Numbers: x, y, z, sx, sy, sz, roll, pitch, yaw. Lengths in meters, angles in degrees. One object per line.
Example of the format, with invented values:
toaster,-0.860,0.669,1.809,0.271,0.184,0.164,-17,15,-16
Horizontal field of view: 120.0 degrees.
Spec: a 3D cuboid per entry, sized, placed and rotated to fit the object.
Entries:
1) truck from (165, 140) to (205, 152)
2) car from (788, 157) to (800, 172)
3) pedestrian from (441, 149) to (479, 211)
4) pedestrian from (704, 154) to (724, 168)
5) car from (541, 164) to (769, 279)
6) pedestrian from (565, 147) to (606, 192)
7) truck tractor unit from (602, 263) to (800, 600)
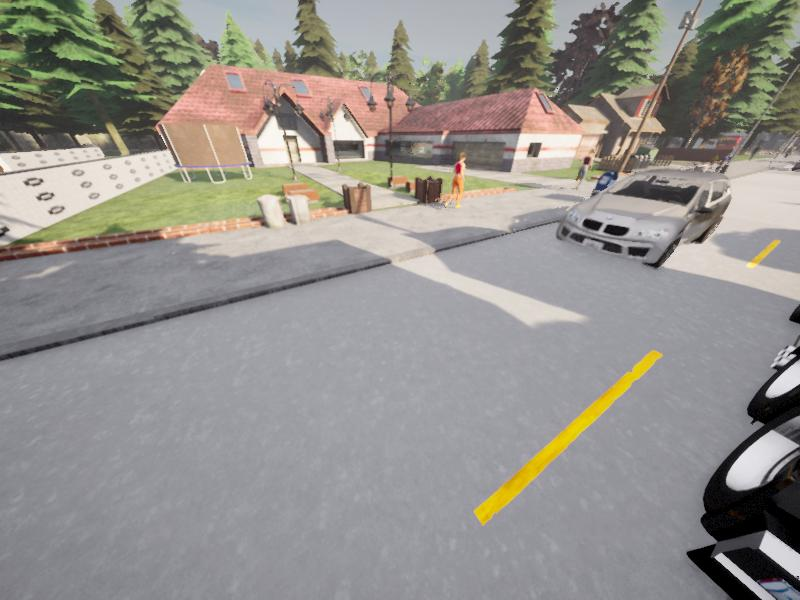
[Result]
truck,-49.423,-35.671,53.422,6.274,2.098,2.390,-18,39,-24
car,37.108,-12.262,20.522,3.806,1.475,1.970,-19,39,-25
pedestrian,2.108,-4.302,8.328,0.751,1.860,0.751,-24,41,-30
pedestrian,29.656,-13.128,21.824,0.500,1.100,0.500,-14,37,-19
car,6.343,-2.312,5.888,4.611,1.667,2.242,-18,39,-24
pedestrian,9.189,-6.503,11.529,0.751,1.860,0.751,-18,39,-24
truck tractor unit,5.114,-0.296,0.794,6.516,4.208,3.053,-18,39,-24
